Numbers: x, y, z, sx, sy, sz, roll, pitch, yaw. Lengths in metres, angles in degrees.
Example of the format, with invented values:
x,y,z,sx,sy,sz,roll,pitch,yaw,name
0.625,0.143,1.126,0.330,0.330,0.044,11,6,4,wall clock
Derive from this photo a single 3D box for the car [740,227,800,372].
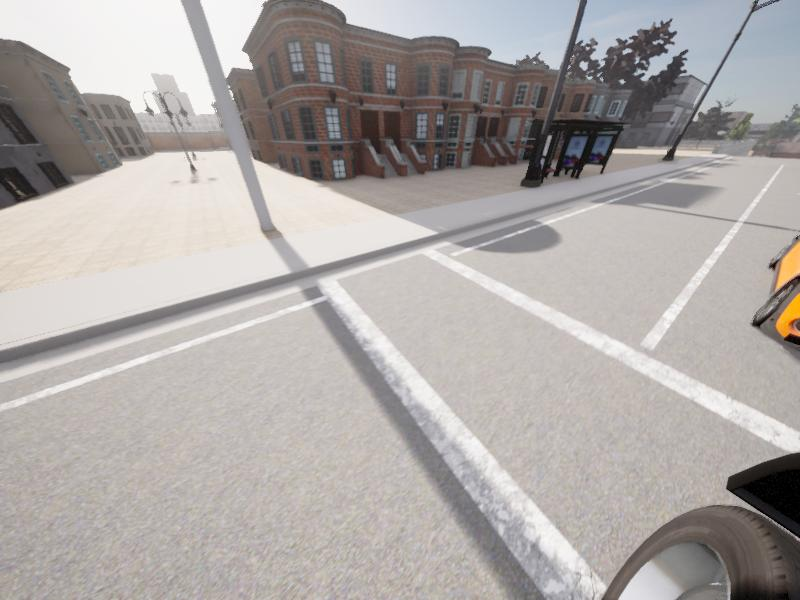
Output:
x,y,z,sx,sy,sz,roll,pitch,yaw,name
6.820,-0.361,2.805,4.553,1.767,2.097,-22,41,-28,car
